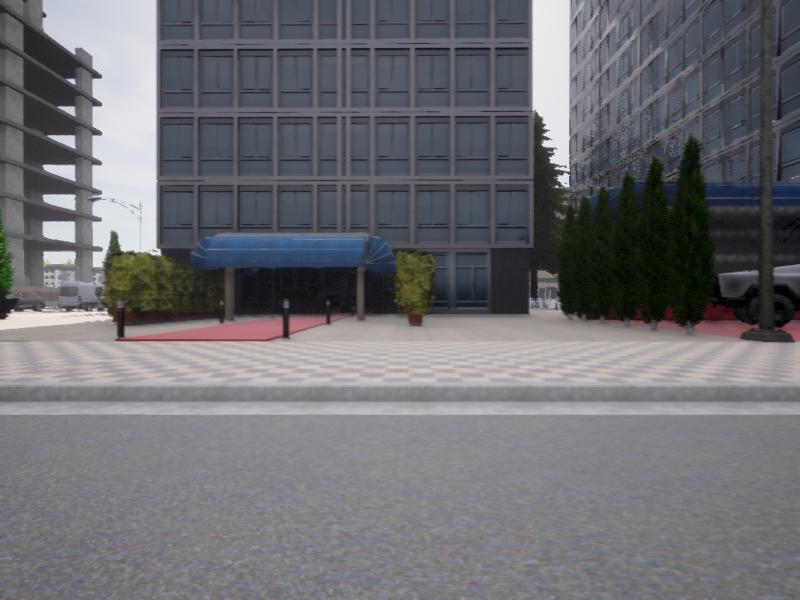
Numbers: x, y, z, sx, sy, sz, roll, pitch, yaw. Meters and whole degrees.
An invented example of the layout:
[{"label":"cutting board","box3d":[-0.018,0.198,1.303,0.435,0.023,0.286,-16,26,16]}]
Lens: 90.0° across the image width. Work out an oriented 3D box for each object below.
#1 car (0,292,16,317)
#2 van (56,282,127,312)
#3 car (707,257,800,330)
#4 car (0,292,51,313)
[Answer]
[{"label":"car","box3d":[-24.868,0.249,22.984,1.970,1.475,3.806,0,0,0]},{"label":"van","box3d":[-28.285,-0.281,37.022,1.988,2.561,5.915,0,0,0]},{"label":"car","box3d":[13.176,-0.196,11.820,6.274,2.098,2.390,0,0,31]},{"label":"car","box3d":[-31.817,0.174,32.840,2.033,1.649,4.856,0,0,0]}]
